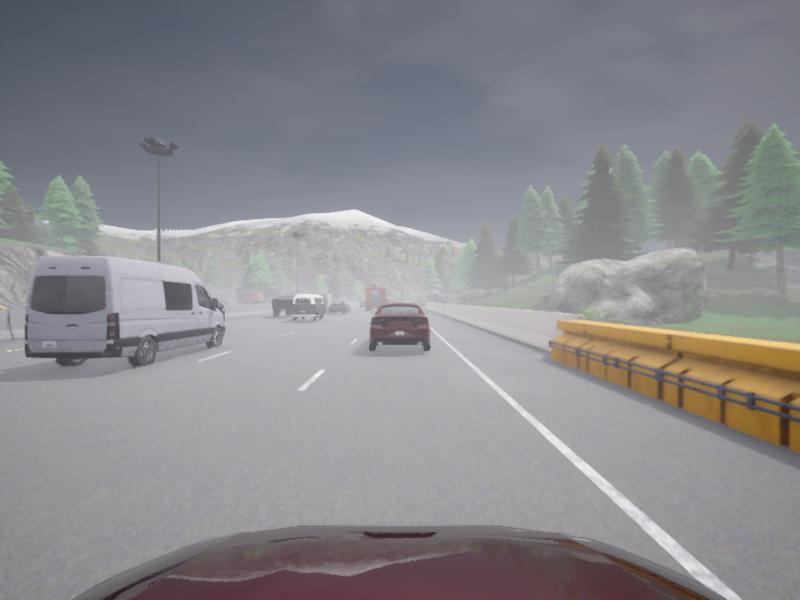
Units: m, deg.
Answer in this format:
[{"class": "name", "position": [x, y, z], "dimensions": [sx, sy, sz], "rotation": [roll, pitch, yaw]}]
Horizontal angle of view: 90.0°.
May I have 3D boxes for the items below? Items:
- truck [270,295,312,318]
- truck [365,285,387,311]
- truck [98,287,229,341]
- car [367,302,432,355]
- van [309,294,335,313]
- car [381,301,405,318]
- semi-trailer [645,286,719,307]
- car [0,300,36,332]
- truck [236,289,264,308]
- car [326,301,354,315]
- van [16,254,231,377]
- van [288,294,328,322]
[{"class": "truck", "position": [-10.527, 0.562, 39.219], "dimensions": [2.390, 2.098, 6.274], "rotation": [0, 0, 0]}, {"class": "truck", "position": [-3.539, -0.292, 61.230], "dimensions": [2.891, 3.827, 8.468], "rotation": [0, 0, 0]}, {"class": "truck", "position": [-10.510, 0.551, 18.659], "dimensions": [2.390, 2.098, 6.274], "rotation": [0, 0, 0]}, {"class": "car", "position": [-0.006, 0.830, 14.114], "dimensions": [1.882, 1.535, 5.008], "rotation": [0, 0, 0]}, {"class": "van", "position": [-10.538, 0.403, 54.528], "dimensions": [2.351, 2.431, 6.366], "rotation": [0, 0, 0]}, {"class": "car", "position": [-0.592, 0.833, 37.588], "dimensions": [1.789, 1.549, 3.705], "rotation": [0, 0, 7]}, {"class": "semi-trailer", "position": [61.578, -0.771, 87.490], "dimensions": [14.254, 4.402, 2.717], "rotation": [0, 0, 1]}, {"class": "car", "position": [-21.011, 0.811, 19.388], "dimensions": [1.801, 1.575, 5.366], "rotation": [0, 0, 0]}, {"class": "truck", "position": [-31.570, -0.284, 84.559], "dimensions": [2.891, 3.827, 8.468], "rotation": [0, 0, 0]}, {"class": "car", "position": [-6.890, 0.859, 46.282], "dimensions": [2.128, 1.511, 4.902], "rotation": [0, 0, 4]}, {"class": "van", "position": [-7.001, 0.327, 11.294], "dimensions": [1.988, 2.561, 5.915], "rotation": [0, 0, 0]}, {"class": "van", "position": [-7.021, 0.586, 31.054], "dimensions": [2.069, 2.038, 4.480], "rotation": [0, 0, 0]}]
